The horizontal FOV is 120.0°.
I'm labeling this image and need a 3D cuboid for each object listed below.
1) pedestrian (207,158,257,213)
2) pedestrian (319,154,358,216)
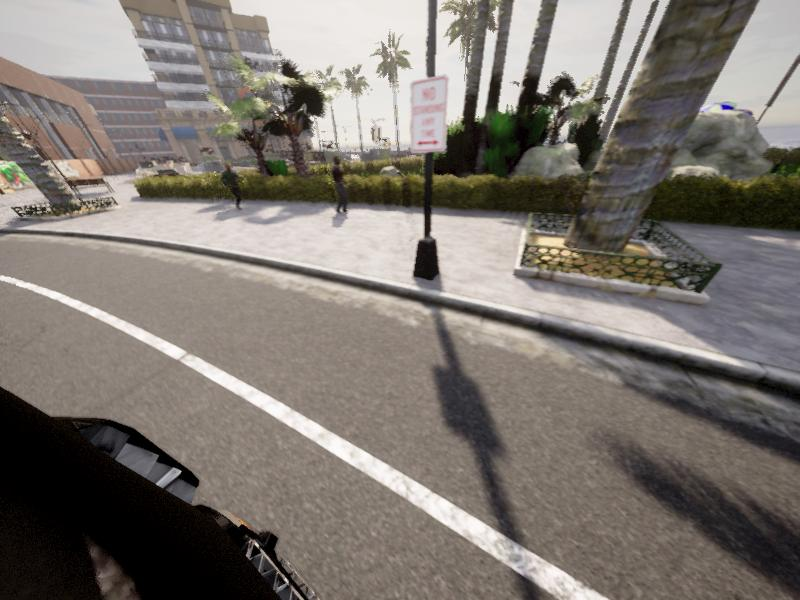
[{"bbox_3d":[-6.745,-4.627,9.381,0.751,1.860,0.751,11,36,20],"label":"pedestrian"},{"bbox_3d":[-2.124,-4.050,8.182,0.751,1.860,0.751,10,36,18],"label":"pedestrian"}]
